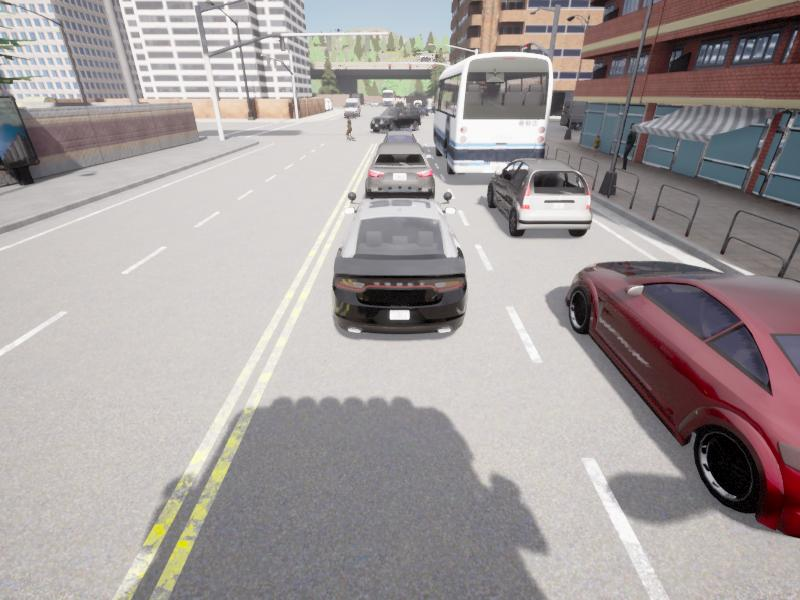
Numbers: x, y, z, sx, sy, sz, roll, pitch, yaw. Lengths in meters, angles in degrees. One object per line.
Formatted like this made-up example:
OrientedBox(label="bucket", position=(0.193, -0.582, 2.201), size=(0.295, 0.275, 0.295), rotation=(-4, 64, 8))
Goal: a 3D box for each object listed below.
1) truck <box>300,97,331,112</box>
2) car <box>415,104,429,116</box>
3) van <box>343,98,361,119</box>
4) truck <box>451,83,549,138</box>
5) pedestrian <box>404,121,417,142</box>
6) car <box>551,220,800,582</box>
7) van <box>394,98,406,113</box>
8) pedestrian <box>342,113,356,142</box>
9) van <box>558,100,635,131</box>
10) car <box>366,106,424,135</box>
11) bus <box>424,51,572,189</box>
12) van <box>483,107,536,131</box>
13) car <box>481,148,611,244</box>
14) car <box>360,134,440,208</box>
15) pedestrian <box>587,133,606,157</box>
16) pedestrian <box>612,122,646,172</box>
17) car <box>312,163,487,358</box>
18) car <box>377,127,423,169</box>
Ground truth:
OrientedBox(label="truck", position=(-16.168, -37.542, 76.786), size=(5.204, 2.467, 2.615), rotation=(0, 27, 0))
OrientedBox(label="car", position=(3.505, -30.757, 64.787), size=(2.033, 1.649, 4.856), rotation=(0, 27, 0))
OrientedBox(label="van", position=(-7.005, -28.405, 59.206), size=(1.988, 2.561, 5.915), rotation=(0, 27, 0))
OrientedBox(label="truck", position=(8.455, -16.074, 33.764), size=(8.468, 3.827, 2.891), rotation=(-19, 33, -33))
OrientedBox(label="pedestrian", position=(0.773, -12.104, 28.739), size=(0.751, 1.300, 0.751), rotation=(7, 28, 13))
OrientedBox(label="car", position=(3.521, 0.391, 4.367), size=(1.994, 1.385, 4.181), rotation=(-1, 27, -2))
OrientedBox(label="van", position=(0.001, -38.264, 78.530), size=(2.351, 2.431, 6.366), rotation=(0, 27, 0))
OrientedBox(label="pedestrian", position=(-3.622, -12.243, 28.398), size=(0.751, 1.860, 0.751), rotation=(1, 27, 2))
OrientedBox(label="van", position=(18.500, -17.525, 37.998), size=(5.915, 2.561, 1.988), rotation=(0, 27, 0))
OrientedBox(label="car", position=(-0.319, -16.112, 35.787), size=(2.150, 2.045, 5.566), rotation=(19, 33, 33))
OrientedBox(label="bus", position=(3.380, -8.230, 18.010), size=(3.944, 4.253, 10.273), rotation=(0, 27, 0))
OrientedBox(label="van", position=(10.386, -17.337, 38.240), size=(4.442, 1.987, 1.775), rotation=(0, 27, 0))
OrientedBox(label="car", position=(3.503, -2.904, 10.526), size=(1.851, 1.617, 3.988), rotation=(0, 27, 0))
OrientedBox(label="car", position=(0.001, -4.560, 13.685), size=(2.242, 1.667, 4.611), rotation=(0, 27, 0))
OrientedBox(label="pedestrian", position=(10.067, -7.929, 20.525), size=(0.500, 1.100, 0.500), rotation=(2, 27, 3))
OrientedBox(label="pedestrian", position=(9.410, -6.311, 16.502), size=(0.751, 1.860, 0.751), rotation=(11, 29, 20))
OrientedBox(label="car", position=(-0.002, -1.178, 7.124), size=(1.930, 1.638, 5.238), rotation=(0, 27, 0))
OrientedBox(label="car", position=(0.002, -7.806, 20.314), size=(2.033, 1.411, 5.357), rotation=(0, 27, 0))
